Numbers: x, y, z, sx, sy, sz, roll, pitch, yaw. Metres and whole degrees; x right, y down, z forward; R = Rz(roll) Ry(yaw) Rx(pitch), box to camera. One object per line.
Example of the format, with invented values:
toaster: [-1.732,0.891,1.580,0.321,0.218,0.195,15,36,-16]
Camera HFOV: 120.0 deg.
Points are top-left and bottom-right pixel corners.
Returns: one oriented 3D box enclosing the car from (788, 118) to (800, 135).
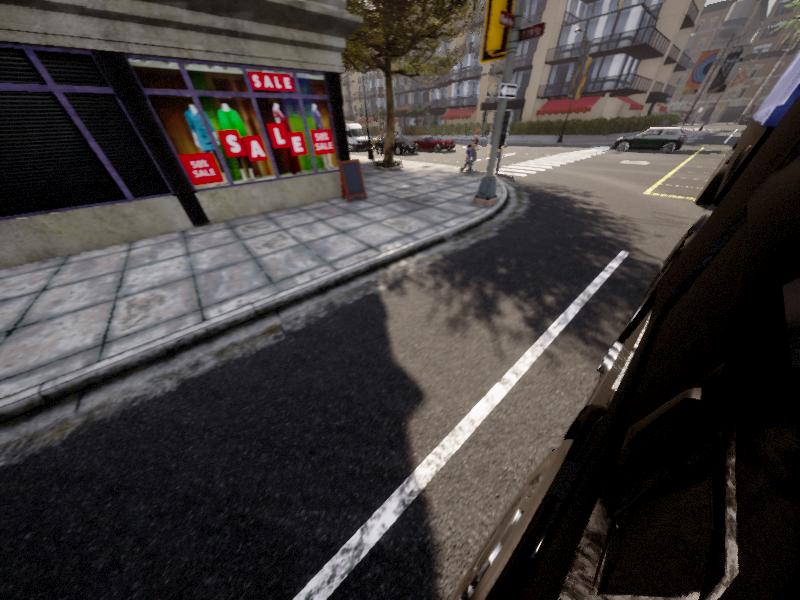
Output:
car: [45.291,-19.269,25.329,4.856,1.649,2.033,-28,44,-30]

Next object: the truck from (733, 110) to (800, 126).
truck: [68.439,-34.099,43.319,2.390,2.098,6.274,-11,38,-12]

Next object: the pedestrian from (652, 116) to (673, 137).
pedestrian: [29.742,-19.648,26.185,0.751,1.860,0.751,-28,44,-30]

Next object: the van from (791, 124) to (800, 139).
van: [39.416,-16.456,21.259,6.366,2.431,2.351,-28,44,-30]

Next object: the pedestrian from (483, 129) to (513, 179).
pedestrian: [4.532,-6.767,10.743,0.751,1.860,0.751,20,43,27]

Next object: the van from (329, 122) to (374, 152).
van: [-5.645,-18.884,26.817,1.988,2.561,5.915,-28,44,-30]

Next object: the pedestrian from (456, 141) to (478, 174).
pedestrian: [3.248,-6.993,11.327,0.751,1.300,0.751,2,37,5]

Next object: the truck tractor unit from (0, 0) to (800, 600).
truck tractor unit: [2.645,-0.295,0.351,6.516,4.208,3.053,-28,44,-30]

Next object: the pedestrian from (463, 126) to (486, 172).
pedestrian: [3.699,-7.489,11.494,0.751,1.860,0.751,10,39,16]

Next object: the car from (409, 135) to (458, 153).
car: [3.194,-15.636,23.069,1.895,1.301,4.718,-28,44,-30]

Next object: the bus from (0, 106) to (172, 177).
bus: [-27.879,-14.121,20.289,10.273,4.253,3.944,-28,44,-30]

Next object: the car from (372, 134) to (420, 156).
car: [-0.491,-14.972,22.224,1.837,1.490,4.892,-28,44,-30]

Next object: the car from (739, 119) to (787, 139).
car: [36.827,-17.410,23.520,5.357,1.411,2.033,-28,44,-30]

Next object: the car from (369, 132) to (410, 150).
car: [-1.286,-18.796,27.259,1.801,1.575,5.366,-28,44,-30]

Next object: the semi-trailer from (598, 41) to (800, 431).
semi-trailer: [8.684,-3.607,4.254,14.254,4.402,2.717,-28,44,-30]

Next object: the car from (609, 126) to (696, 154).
car: [18.426,-11.831,17.059,1.970,1.475,3.806,-28,44,-30]
